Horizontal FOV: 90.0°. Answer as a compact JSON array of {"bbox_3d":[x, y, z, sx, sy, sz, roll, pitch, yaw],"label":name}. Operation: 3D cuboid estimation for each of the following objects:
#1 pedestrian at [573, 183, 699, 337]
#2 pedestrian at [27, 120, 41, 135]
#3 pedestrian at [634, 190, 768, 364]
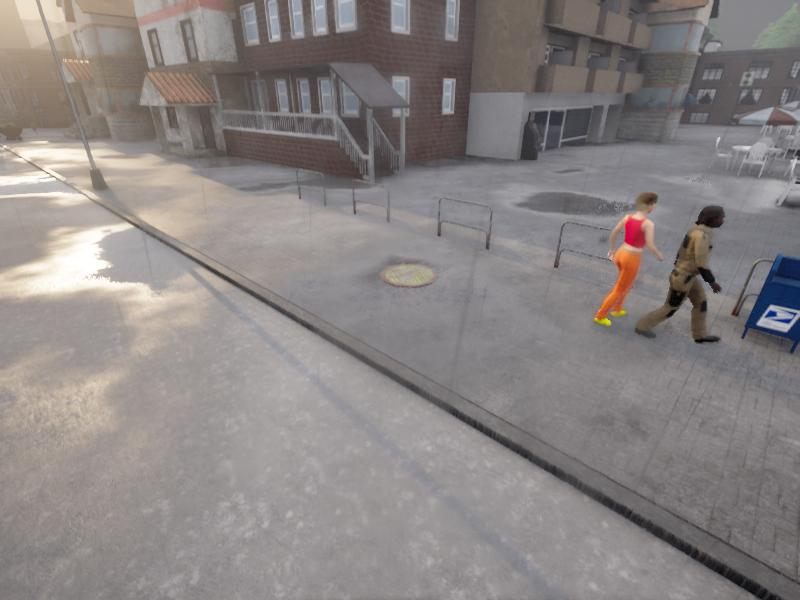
[{"bbox_3d":[3.043,-0.526,5.343,0.751,1.860,0.751,-4,27,-8],"label":"pedestrian"},{"bbox_3d":[-30.880,-14.561,33.749,0.500,1.100,0.500,21,34,35],"label":"pedestrian"},{"bbox_3d":[3.554,-0.285,4.870,0.751,1.860,0.751,16,31,28],"label":"pedestrian"}]
